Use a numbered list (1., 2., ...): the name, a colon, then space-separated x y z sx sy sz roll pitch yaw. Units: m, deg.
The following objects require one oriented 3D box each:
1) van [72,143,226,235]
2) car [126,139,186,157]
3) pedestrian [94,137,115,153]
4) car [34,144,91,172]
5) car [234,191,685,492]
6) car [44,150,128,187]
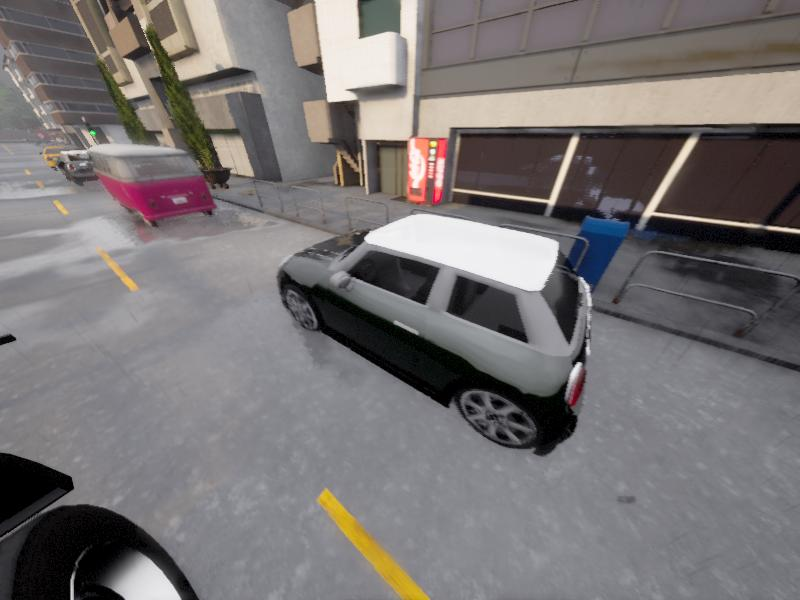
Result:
1. van: -8.043 -3.784 7.441 4.442 1.987 1.775 22 41 28
2. car: -31.350 -19.729 29.883 2.097 1.767 4.553 15 38 20
3. pedestrian: -40.100 -21.033 31.334 0.751 1.860 0.751 12 37 16
4. car: -26.682 -11.316 18.227 5.366 1.575 1.801 24 41 29
5. car: 0.170 -0.208 2.919 3.806 1.475 1.970 22 41 28
6. car: -17.898 -7.617 13.186 3.806 1.475 1.970 22 41 28
